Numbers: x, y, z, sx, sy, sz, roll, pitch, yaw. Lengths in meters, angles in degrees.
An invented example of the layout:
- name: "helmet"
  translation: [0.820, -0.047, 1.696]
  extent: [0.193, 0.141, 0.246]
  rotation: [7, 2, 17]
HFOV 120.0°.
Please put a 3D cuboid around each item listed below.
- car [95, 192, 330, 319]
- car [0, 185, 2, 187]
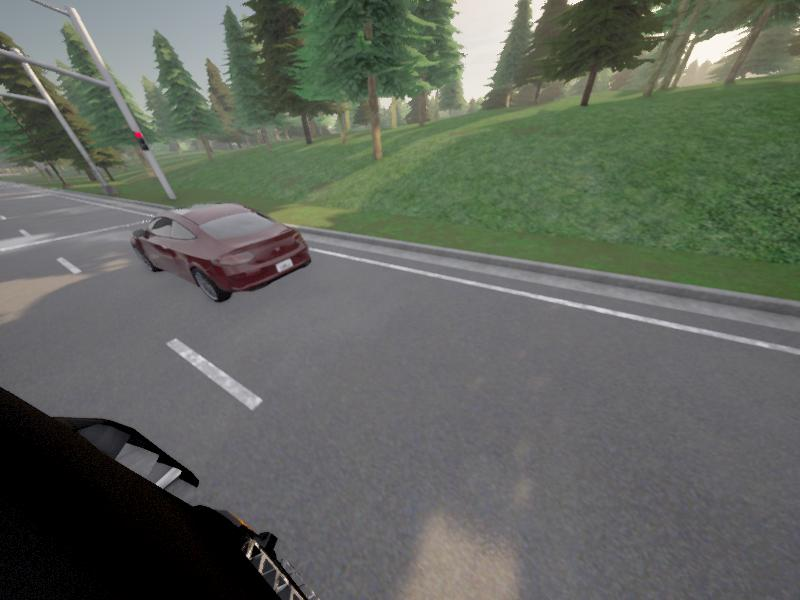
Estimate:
- name: "car"
  translation: [-4.027, -1.307, 4.971]
  extent: [4.674, 1.442, 1.812]
  rotation: [16, 38, 26]
- name: "car"
  translation: [-58.685, -16.721, 32.450]
  extent: [5.238, 1.638, 1.930]
  rotation: [16, 38, 26]
